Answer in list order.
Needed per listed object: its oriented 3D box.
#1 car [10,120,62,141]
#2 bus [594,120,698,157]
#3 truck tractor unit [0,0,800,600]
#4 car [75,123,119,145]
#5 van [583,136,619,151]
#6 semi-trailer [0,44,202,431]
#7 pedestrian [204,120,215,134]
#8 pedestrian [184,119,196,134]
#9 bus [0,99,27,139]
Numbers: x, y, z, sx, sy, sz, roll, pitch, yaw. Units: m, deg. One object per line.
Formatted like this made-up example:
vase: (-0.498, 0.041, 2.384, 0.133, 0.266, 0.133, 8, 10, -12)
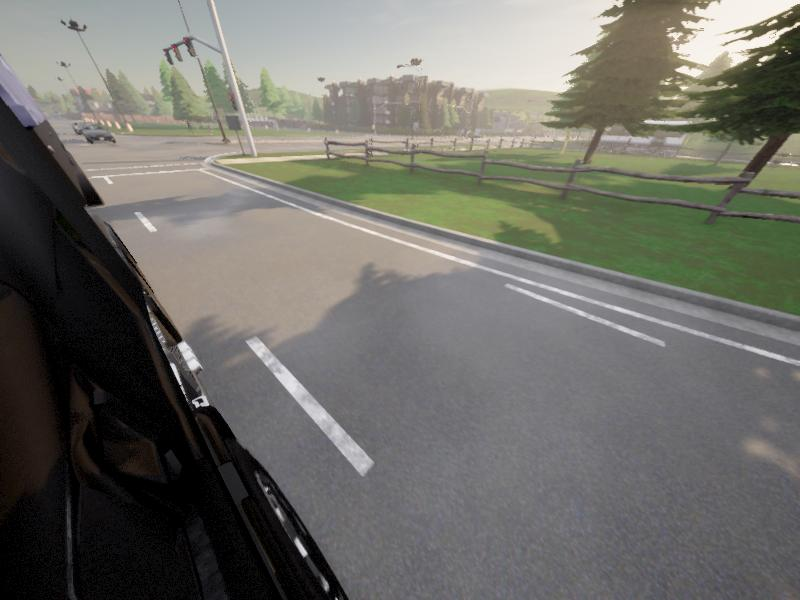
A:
car: (-35.865, -16.822, 22.888, 4.902, 1.511, 2.128, 28, 44, 30)
bus: (38.710, -26.159, 37.222, 10.273, 4.253, 3.944, 28, 44, 30)
truck tractor unit: (-2.645, -0.295, 0.351, 6.516, 4.208, 3.053, 28, 44, 30)
car: (-28.738, -15.763, 21.897, 4.193, 1.474, 1.816, 28, 44, 30)
van: (37.119, -28.925, 42.726, 4.442, 1.987, 1.775, 28, 44, 30)
semi-trailer: (-8.702, -3.582, 4.252, 14.254, 4.402, 2.717, 28, 44, 30)
pedestrian: (-32.091, -29.094, 38.924, 0.751, 1.860, 0.751, 30, 45, 32)
pedestrian: (-34.162, -28.149, 37.545, 0.751, 1.860, 0.751, -29, 47, -35)
bus: (-42.364, -18.746, 22.818, 10.273, 4.253, 3.944, 28, 44, 30)
